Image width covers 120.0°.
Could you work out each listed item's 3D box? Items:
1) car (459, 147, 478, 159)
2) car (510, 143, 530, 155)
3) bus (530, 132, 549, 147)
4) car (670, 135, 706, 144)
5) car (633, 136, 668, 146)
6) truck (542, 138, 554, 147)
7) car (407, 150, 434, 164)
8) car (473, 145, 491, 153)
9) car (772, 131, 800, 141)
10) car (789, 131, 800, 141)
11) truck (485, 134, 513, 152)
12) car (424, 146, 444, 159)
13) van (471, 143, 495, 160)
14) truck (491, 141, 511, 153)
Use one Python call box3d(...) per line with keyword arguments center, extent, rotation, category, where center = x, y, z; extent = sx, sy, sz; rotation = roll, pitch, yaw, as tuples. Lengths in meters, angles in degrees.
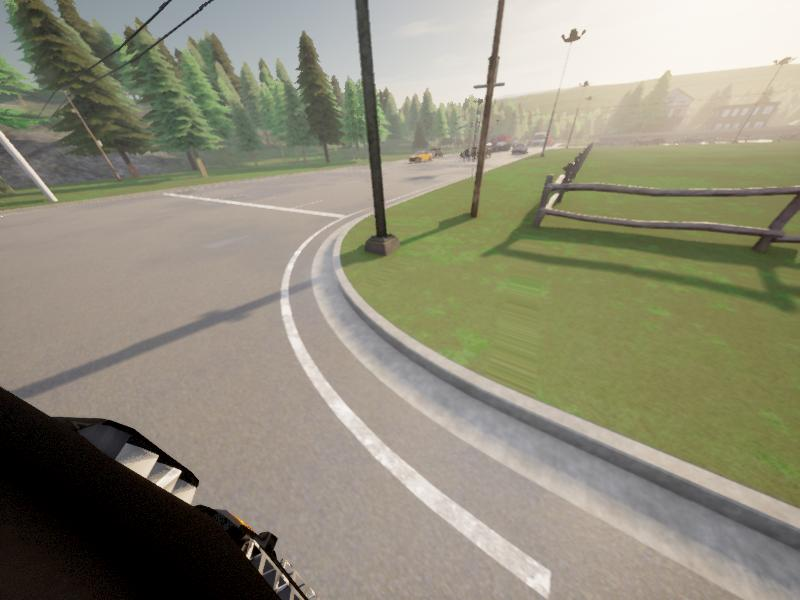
box3d(center=(12.104, -25.935, 40.695), extent=(1.816, 1.474, 4.193), rotation=(18, 39, 28), category="car")
box3d(center=(22.298, -28.013, 42.910), extent=(2.242, 1.667, 4.611), rotation=(18, 39, 28), category="car")
box3d(center=(51.007, -58.602, 84.475), extent=(3.944, 4.253, 10.273), rotation=(18, 39, 28), category="bus")
box3d(center=(67.912, -37.804, 54.519), extent=(4.792, 1.488, 2.163), rotation=(17, 39, 27), category="car")
box3d(center=(59.952, -38.084, 55.365), extent=(5.238, 1.638, 1.930), rotation=(17, 39, 27), category="car")
box3d(center=(51.199, -54.512, 79.930), extent=(2.627, 2.467, 5.204), rotation=(18, 39, 28), category="truck")
box3d(center=(3.127, -21.455, 34.550), extent=(1.882, 1.535, 5.008), rotation=(18, 39, 28), category="car")
box3d(center=(22.548, -41.517, 63.484), extent=(2.152, 1.651, 5.027), rotation=(27, 44, 37), category="car")
box3d(center=(81.314, -33.616, 47.208), extent=(5.008, 1.535, 1.882), rotation=(17, 39, 27), category="car")
box3d(center=(80.273, -31.657, 44.334), extent=(5.366, 1.575, 1.801), rotation=(17, 39, 27), category="car")
box3d(center=(26.553, -42.156, 61.905), extent=(2.891, 3.827, 8.468), rotation=(27, 44, 37), category="truck")
box3d(center=(6.619, -28.376, 44.392), extent=(1.932, 1.855, 4.605), rotation=(18, 39, 28), category="car")
box3d(center=(13.175, -23.538, 36.509), extent=(2.069, 2.038, 4.480), rotation=(18, 38, 28), category="van")
box3d(center=(24.868, -37.543, 56.654), extent=(2.390, 2.098, 6.274), rotation=(21, 40, 31), category="truck")
